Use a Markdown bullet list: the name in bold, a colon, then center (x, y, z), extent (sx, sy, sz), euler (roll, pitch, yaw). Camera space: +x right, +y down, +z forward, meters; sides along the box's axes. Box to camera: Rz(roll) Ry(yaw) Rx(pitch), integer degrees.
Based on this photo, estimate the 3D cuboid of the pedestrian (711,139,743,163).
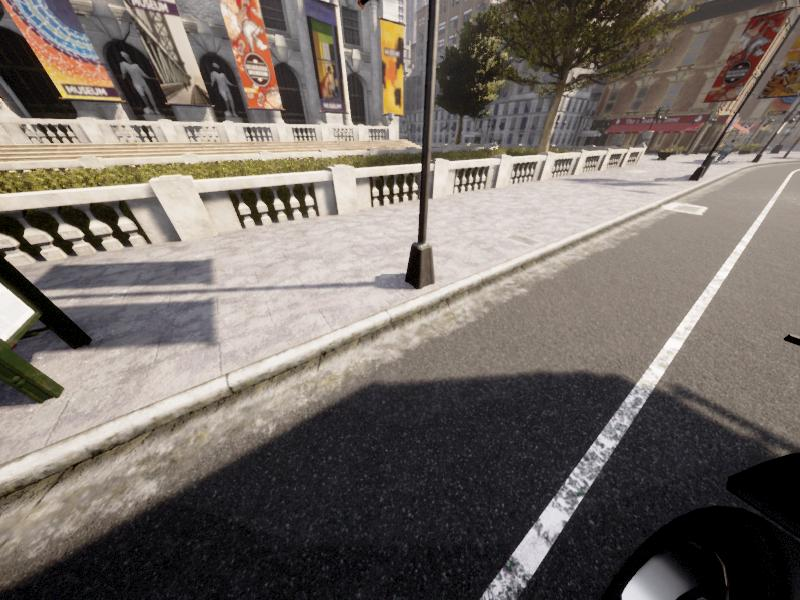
- **pedestrian**: center (29.966, -13.652, 21.168), extent (0.751, 1.860, 0.751), euler (-15, 38, -20)
